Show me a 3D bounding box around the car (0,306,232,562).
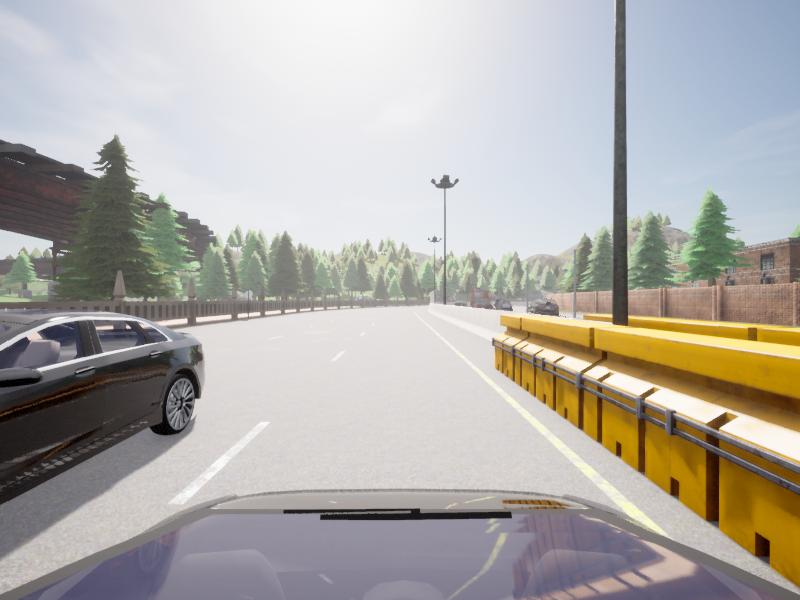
[{"bbox_3d":[-3.500,0.837,3.363,2.128,1.511,4.902,0,0,0],"label":"car"}]
